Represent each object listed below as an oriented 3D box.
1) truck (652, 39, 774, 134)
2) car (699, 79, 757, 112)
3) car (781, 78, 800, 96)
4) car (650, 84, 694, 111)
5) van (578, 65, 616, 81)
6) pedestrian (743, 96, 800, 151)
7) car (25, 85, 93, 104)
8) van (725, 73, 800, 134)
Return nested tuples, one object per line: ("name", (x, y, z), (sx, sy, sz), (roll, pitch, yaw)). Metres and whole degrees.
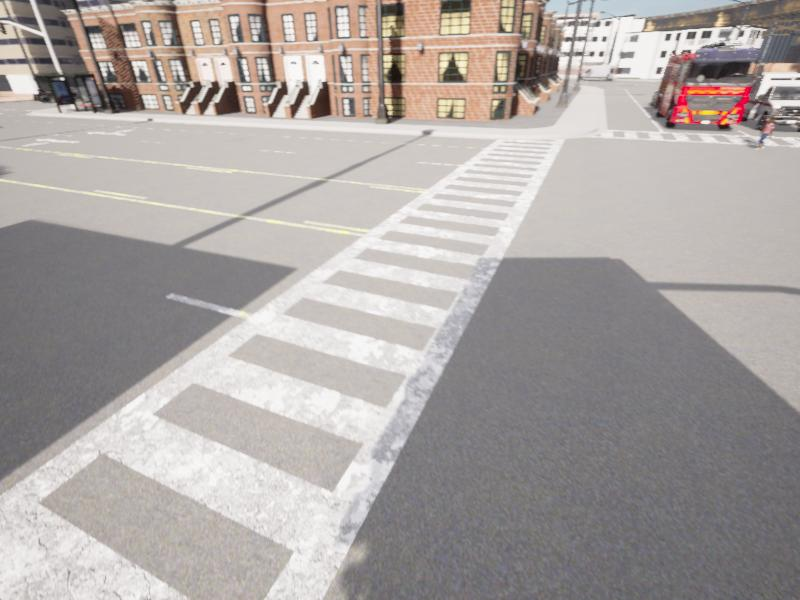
("truck", (16.599, -11.916, 22.158), (2.891, 3.827, 8.468), (12, 33, 20))
("car", (23.697, -14.959, 29.104), (1.932, 1.855, 4.605), (12, 32, 20))
("car", (40.829, -21.583, 40.410), (1.812, 1.442, 4.674), (12, 33, 20))
("car", (20.394, -15.352, 30.234), (1.837, 1.490, 4.892), (12, 33, 20))
("van", (37.737, -43.491, 76.765), (1.988, 2.561, 5.915), (-23, 37, -33))
("pedestrian", (14.090, -6.706, 15.222), (0.751, 1.860, 0.751), (-2, 30, -2))
("car", (-37.403, -22.731, 44.133), (1.930, 1.638, 5.238), (12, 33, 20))
("van", (19.717, -10.474, 20.999), (2.351, 2.431, 6.366), (12, 33, 21))
